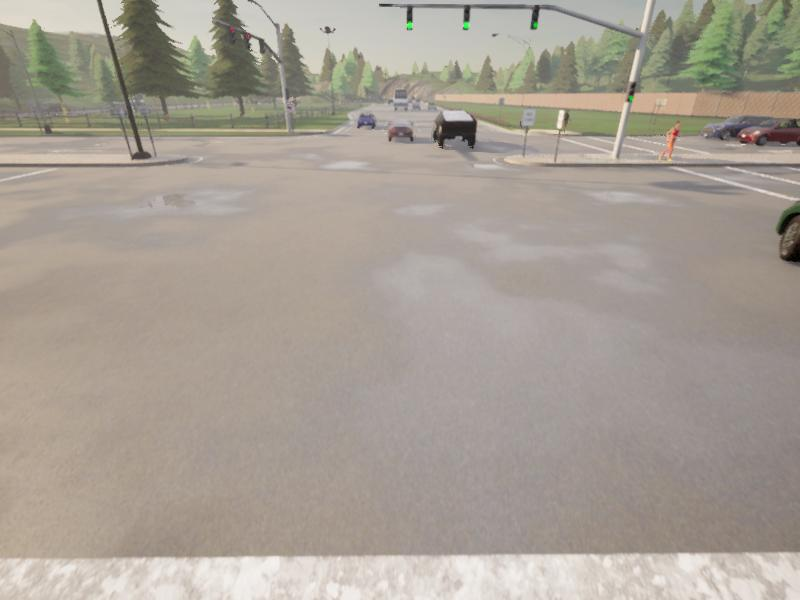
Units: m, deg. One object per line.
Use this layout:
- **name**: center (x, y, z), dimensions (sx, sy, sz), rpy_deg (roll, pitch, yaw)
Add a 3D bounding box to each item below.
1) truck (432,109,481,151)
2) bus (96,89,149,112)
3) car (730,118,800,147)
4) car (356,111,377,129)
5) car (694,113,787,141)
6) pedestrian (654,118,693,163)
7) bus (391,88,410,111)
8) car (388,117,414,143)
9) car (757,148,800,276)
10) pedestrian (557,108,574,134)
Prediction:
- **truck**: center (3.562, -11.505, 26.773), dimensions (2.390, 2.098, 6.274), rpy_deg (0, 27, 0)
- **bus**: center (-60.738, -44.081, 88.221), dimensions (3.944, 4.253, 10.273), rpy_deg (0, 27, 0)
- **car**: center (24.873, -11.141, 26.512), dimensions (3.988, 1.617, 1.851), rpy_deg (0, 27, 1)
- **car**: center (-3.402, -18.698, 41.517), dimensions (1.816, 1.474, 4.193), rpy_deg (0, 27, 0)
- **car**: center (25.038, -12.819, 29.579), dimensions (4.553, 1.767, 2.097), rpy_deg (0, 27, 1)
- **pedestrian**: center (12.664, -7.390, 18.582), dimensions (0.751, 1.860, 0.751), rpy_deg (-9, 28, -16)
- **bus**: center (0.110, -45.373, 90.484), dimensions (3.944, 4.253, 10.273), rpy_deg (0, 27, 0)
- **car**: center (0.060, -12.951, 30.325), dimensions (1.812, 1.442, 4.674), rpy_deg (0, 27, 0)
- **car**: center (8.212, -0.805, 5.940), dimensions (2.150, 2.045, 5.566), rpy_deg (8, 29, 16)
- **pedestrian**: center (13.420, -14.510, 32.465), dimensions (0.751, 1.860, 0.751), rpy_deg (0, 27, 0)
